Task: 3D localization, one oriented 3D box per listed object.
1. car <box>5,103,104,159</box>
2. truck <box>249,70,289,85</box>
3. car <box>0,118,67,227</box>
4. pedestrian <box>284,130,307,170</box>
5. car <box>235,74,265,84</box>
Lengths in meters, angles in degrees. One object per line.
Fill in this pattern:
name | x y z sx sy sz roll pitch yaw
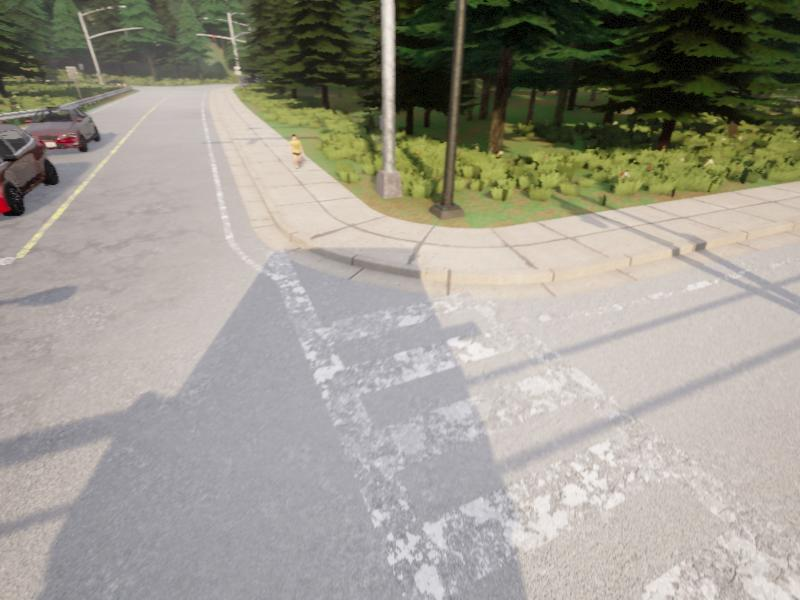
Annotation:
car | -13.544 -6.874 16.023 1.816 1.474 4.193 -12 33 -21
truck | -22.862 -39.066 70.217 2.390 2.098 6.274 22 36 32
car | -10.187 -3.145 9.524 2.242 1.667 4.611 -12 33 -21
pedestrian | -3.256 -4.686 12.499 0.500 1.100 0.500 -10 32 -17
car | -26.565 -39.257 71.125 1.812 1.442 4.674 19 35 29
